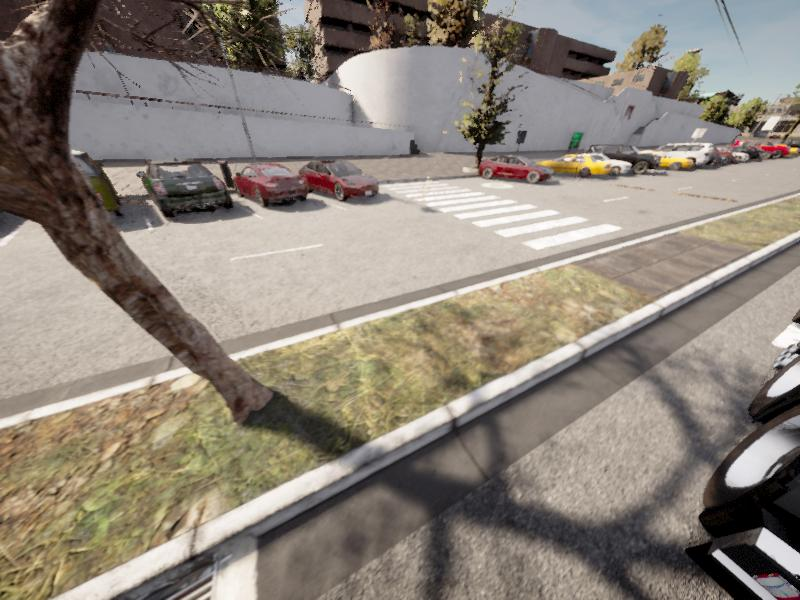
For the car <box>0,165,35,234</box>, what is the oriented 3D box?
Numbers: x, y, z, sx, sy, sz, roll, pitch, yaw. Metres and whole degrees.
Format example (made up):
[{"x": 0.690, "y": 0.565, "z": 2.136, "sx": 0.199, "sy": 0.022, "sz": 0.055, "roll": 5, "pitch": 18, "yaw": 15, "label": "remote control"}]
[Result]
[{"x": -13.859, "y": -3.013, "z": 6.885, "sx": 4.892, "sy": 1.521, "sz": 2.231, "roll": 29, "pitch": 44, "yaw": 35, "label": "car"}]

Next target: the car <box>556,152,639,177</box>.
[{"x": 15.827, "y": -11.066, "z": 18.751, "sx": 4.674, "sy": 1.452, "sz": 2.002, "roll": 29, "pitch": 43, "yaw": 35, "label": "car"}]

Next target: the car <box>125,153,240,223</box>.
[{"x": -8.468, "y": -4.569, "z": 8.942, "sx": 4.553, "sy": 1.767, "sz": 2.185, "roll": 29, "pitch": 44, "yaw": 35, "label": "car"}]

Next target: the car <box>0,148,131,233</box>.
[{"x": -11.262, "y": -3.978, "z": 7.899, "sx": 4.442, "sy": 1.987, "sz": 1.878, "roll": 29, "pitch": 44, "yaw": 35, "label": "car"}]

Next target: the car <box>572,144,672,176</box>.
[{"x": 18.559, "y": -12.035, "z": 19.645, "sx": 5.566, "sy": 2.045, "sz": 2.435, "roll": 29, "pitch": 43, "yaw": 35, "label": "car"}]

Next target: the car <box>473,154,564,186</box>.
[{"x": 7.738, "y": -8.849, "z": 15.497, "sx": 4.792, "sy": 1.488, "sz": 2.163, "roll": 29, "pitch": 43, "yaw": 35, "label": "car"}]

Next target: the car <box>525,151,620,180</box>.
[{"x": 12.987, "y": -10.428, "z": 17.751, "sx": 5.366, "sy": 1.575, "sz": 1.946, "roll": 29, "pitch": 44, "yaw": 35, "label": "car"}]

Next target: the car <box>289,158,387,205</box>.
[{"x": -3.075, "y": -5.910, "z": 11.185, "sx": 4.792, "sy": 1.488, "sz": 2.163, "roll": 29, "pitch": 43, "yaw": 35, "label": "car"}]

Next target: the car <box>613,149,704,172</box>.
[{"x": 24.076, "y": -13.269, "z": 21.829, "sx": 5.366, "sy": 1.575, "sz": 1.946, "roll": 28, "pitch": 43, "yaw": 35, "label": "car"}]

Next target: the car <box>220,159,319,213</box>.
[{"x": -5.802, "y": -5.172, "z": 10.122, "sx": 4.674, "sy": 1.452, "sz": 2.002, "roll": 29, "pitch": 44, "yaw": 35, "label": "car"}]

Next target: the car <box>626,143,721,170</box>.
[{"x": 26.624, "y": -14.310, "z": 22.874, "sx": 5.566, "sy": 2.045, "sz": 2.435, "roll": 28, "pitch": 44, "yaw": 35, "label": "car"}]

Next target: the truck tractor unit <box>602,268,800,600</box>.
[{"x": 5.116, "y": -0.295, "z": 0.775, "sx": 6.516, "sy": 4.208, "sz": 3.053, "roll": -18, "pitch": 39, "yaw": -24, "label": "truck tractor unit"}]
